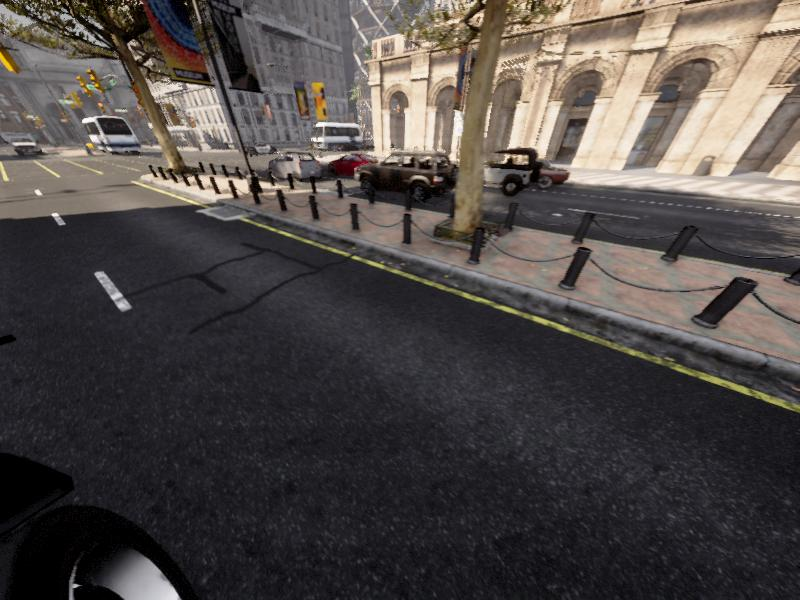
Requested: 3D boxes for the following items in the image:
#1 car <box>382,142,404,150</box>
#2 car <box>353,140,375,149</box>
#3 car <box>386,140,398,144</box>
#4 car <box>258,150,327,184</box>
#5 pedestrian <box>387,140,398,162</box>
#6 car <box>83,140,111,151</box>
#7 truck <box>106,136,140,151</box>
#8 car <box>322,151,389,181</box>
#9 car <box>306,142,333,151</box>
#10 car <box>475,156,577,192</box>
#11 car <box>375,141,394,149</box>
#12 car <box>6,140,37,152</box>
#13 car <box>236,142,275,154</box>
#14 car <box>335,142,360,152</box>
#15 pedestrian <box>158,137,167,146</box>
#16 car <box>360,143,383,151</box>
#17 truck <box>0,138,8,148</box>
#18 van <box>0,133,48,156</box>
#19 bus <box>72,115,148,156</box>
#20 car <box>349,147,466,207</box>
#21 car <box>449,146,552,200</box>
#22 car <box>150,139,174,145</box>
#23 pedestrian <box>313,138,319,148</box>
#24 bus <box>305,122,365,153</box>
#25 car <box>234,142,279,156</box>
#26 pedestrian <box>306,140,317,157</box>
[{"bbox_3d":[-1.516,-34.071,50.972,2.033,1.411,5.357,22,41,28],"label":"car"},{"bbox_3d":[-8.172,-35.778,53.095,2.242,1.667,4.611,22,41,28],"label":"car"},{"bbox_3d":[-3.156,-61.724,90.153,4.181,1.385,1.994,20,40,26],"label":"car"},{"bbox_3d":[-6.596,-8.271,14.242,3.633,1.501,1.845,22,41,28],"label":"car"},{"bbox_3d":[-0.772,-15.391,23.793,0.751,1.860,0.751,-25,42,-31],"label":"pedestrian"},{"bbox_3d":[-54.378,-27.777,41.419,5.366,1.575,1.801,22,41,28],"label":"car"},{"bbox_3d":[-52.284,-29.598,43.569,6.274,2.098,2.390,22,41,28],"label":"truck"},{"bbox_3d":[-3.016,-9.202,15.734,4.181,1.385,1.994,22,41,28],"label":"car"},{"bbox_3d":[-15.481,-29.630,44.639,1.895,1.301,4.718,22,41,28],"label":"car"},{"bbox_3d":[7.060,-7.353,13.258,4.718,1.301,1.895,22,41,28],"label":"car"},{"bbox_3d":[-3.539,-35.986,53.554,2.007,1.525,4.514,22,41,28],"label":"car"},{"bbox_3d":[-62.962,-25.651,38.389,4.902,1.511,2.128,23,41,28],"label":"car"},{"bbox_3d":[-22.779,-24.117,36.632,1.812,1.442,4.674,30,44,34],"label":"car"},{"bbox_3d":[-9.356,-27.700,41.803,1.816,1.474,4.193,22,41,28],"label":"car"},{"bbox_3d":[-56.984,-38.095,55.470,0.751,1.860,0.751,30,45,35],"label":"pedestrian"},{"bbox_3d":[-5.631,-30.684,46.221,1.895,1.301,4.718,22,41,28],"label":"car"},{"bbox_3d":[-87.073,-32.451,47.297,6.274,2.098,2.390,-25,43,-32],"label":"truck"},{"bbox_3d":[-50.815,-21.038,31.165,6.366,2.431,2.351,22,41,28],"label":"van"},{"bbox_3d":[-41.969,-23.724,33.466,10.273,4.253,3.944,22,41,28],"label":"bus"},{"bbox_3d":[0.215,-5.630,10.257,4.605,1.855,1.932,22,41,28],"label":"car"},{"bbox_3d":[4.693,-6.272,11.197,3.866,1.878,1.905,22,41,28],"label":"car"},{"bbox_3d":[-70.113,-46.629,68.113,1.812,1.442,4.674,23,41,28],"label":"car"},{"bbox_3d":[-19.424,-36.363,53.351,0.751,1.860,0.751,22,41,28],"label":"pedestrian"},{"bbox_3d":[-11.610,-30.372,43.160,3.944,4.253,10.273,22,41,28],"label":"bus"},{"bbox_3d":[-20.602,-21.933,33.481,2.038,1.542,4.974,22,41,28],"label":"car"},{"bbox_3d":[-11.781,-20.262,30.863,0.751,1.860,0.751,19,39,24],"label":"pedestrian"}]
